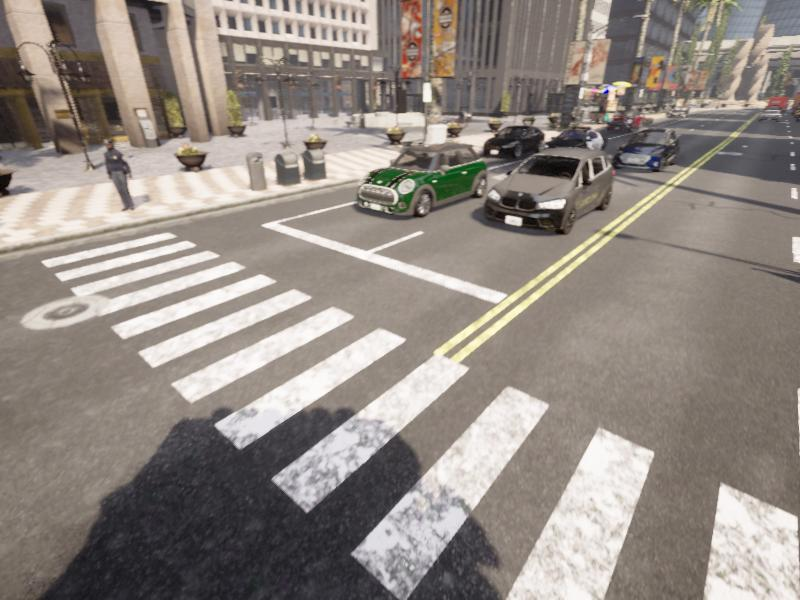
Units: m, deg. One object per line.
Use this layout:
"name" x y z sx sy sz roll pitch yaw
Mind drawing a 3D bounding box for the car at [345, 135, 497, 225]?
"car" 0.799 -3.836 12.129 2.097 1.767 4.553 21 34 36

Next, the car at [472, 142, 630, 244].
"car" 4.219 -3.150 10.915 2.242 1.667 4.611 21 34 35

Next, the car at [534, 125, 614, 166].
"car" 9.059 -8.094 20.692 2.038 1.542 4.974 21 33 36

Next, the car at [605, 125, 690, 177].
"car" 11.419 -6.950 18.329 2.033 1.649 4.856 21 34 36

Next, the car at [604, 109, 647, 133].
"car" 20.912 -16.682 37.061 2.185 1.767 4.553 21 34 35

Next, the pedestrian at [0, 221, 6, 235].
"pedestrian" -9.624 -2.002 8.759 0.751 1.300 0.751 7 28 13

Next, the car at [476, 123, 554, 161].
"car" 6.499 -8.948 22.405 2.163 1.488 4.792 21 34 35

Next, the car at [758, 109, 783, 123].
"car" 44.960 -22.358 48.540 1.895 1.301 4.718 21 34 35

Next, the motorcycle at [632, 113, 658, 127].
"motorcycle" 25.777 -18.959 42.096 2.356 1.277 0.764 -9 29 -17

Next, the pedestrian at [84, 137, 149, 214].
"pedestrian" -7.543 -3.338 10.738 0.751 1.860 0.751 -5 28 -9

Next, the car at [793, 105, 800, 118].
"car" 57.376 -26.720 56.716 1.801 1.575 5.366 21 34 35

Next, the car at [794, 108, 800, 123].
"car" 49.276 -22.284 48.222 2.128 1.511 4.902 21 34 35
